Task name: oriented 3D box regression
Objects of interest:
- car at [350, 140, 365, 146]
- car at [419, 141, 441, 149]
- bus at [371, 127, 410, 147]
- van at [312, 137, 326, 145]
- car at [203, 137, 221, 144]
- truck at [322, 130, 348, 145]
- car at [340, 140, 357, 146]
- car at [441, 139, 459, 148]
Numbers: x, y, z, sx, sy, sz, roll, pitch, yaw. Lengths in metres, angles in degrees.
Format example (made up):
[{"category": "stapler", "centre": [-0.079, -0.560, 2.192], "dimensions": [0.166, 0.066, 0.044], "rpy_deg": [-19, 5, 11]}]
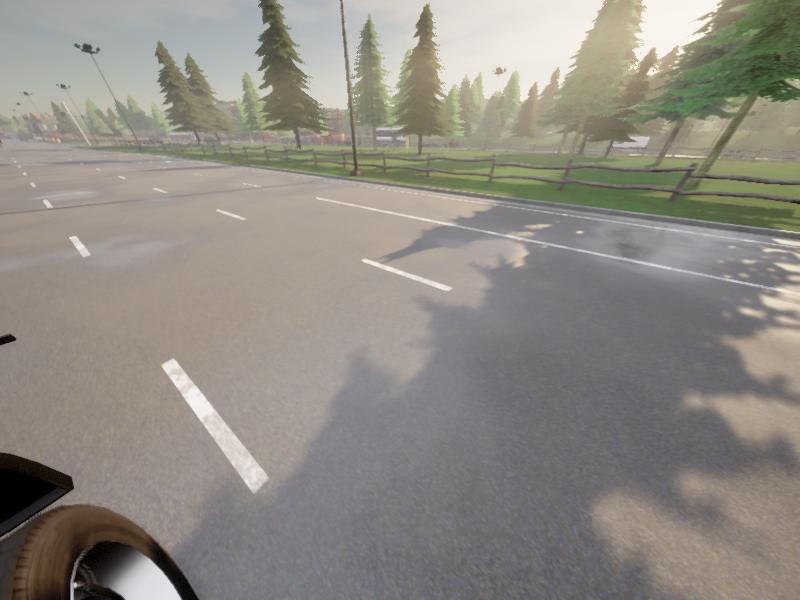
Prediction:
[{"category": "car", "centre": [-13.077, -48.365, 71.010], "dimensions": [4.514, 1.525, 2.007], "rpy_deg": [22, 41, 28]}, {"category": "car", "centre": [7.621, -39.787, 59.169], "dimensions": [5.027, 1.651, 2.152], "rpy_deg": [22, 41, 28]}, {"category": "bus", "centre": [-2.609, -45.114, 64.083], "dimensions": [10.273, 4.253, 3.944], "rpy_deg": [22, 41, 28]}, {"category": "van", "centre": [-26.241, -51.540, 74.905], "dimensions": [4.442, 1.987, 1.775], "rpy_deg": [22, 41, 28]}, {"category": "car", "centre": [-60.865, -51.645, 74.790], "dimensions": [1.905, 1.878, 3.866], "rpy_deg": [23, 41, 28]}, {"category": "truck", "centre": [-21.162, -52.677, 74.970], "dimensions": [8.468, 3.827, 2.891], "rpy_deg": [22, 41, 28]}, {"category": "car", "centre": [-15.298, -46.830, 68.770], "dimensions": [4.892, 1.490, 1.837], "rpy_deg": [22, 41, 28]}, {"category": "car", "centre": [12.922, -40.289, 59.485], "dimensions": [3.866, 1.878, 1.905], "rpy_deg": [22, 41, 28]}]
